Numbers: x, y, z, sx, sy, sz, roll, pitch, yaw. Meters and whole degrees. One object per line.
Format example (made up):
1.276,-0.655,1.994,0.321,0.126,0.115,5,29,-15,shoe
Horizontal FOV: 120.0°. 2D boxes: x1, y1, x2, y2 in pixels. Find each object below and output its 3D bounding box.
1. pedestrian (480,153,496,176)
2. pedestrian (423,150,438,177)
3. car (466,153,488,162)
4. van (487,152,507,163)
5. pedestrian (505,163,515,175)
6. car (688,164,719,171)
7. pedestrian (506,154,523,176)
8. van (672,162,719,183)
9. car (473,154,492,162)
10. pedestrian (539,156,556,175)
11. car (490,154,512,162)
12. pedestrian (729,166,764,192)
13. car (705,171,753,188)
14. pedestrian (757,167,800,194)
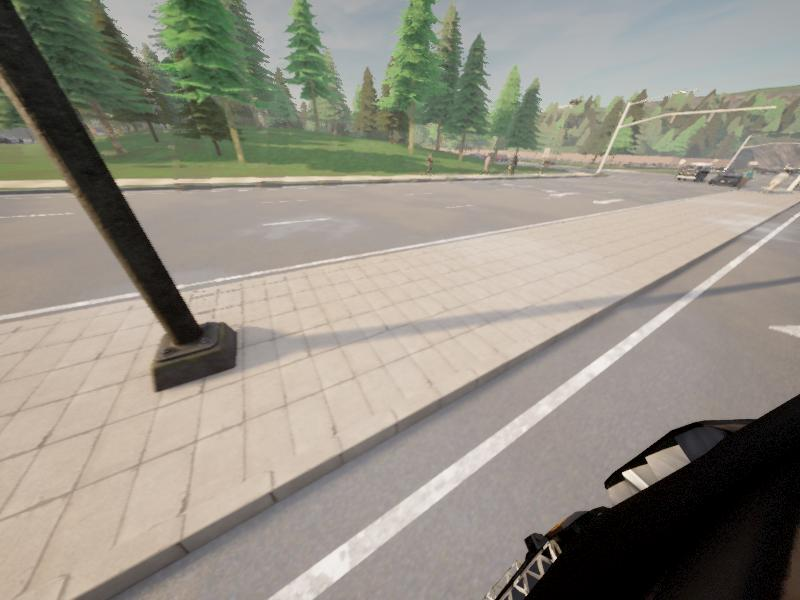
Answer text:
8.629,-13.338,22.732,0.751,1.860,0.751,-16,38,-26,pedestrian
2.565,-11.662,19.763,0.751,1.860,0.751,-16,38,-25,pedestrian
18.870,-35.065,56.873,2.033,1.649,4.856,-16,38,-25,car
25.023,-36.849,59.702,1.775,1.987,4.442,-16,38,-25,van
11.532,-13.679,24.144,0.500,1.100,0.500,-23,41,-33,pedestrian
87.559,-38.316,66.743,2.038,1.542,4.974,-16,38,-26,car
11.524,-13.583,23.309,0.751,1.860,0.751,-11,36,-19,pedestrian
36.928,-15.972,28.920,4.480,2.038,2.069,-15,37,-25,van
21.175,-36.606,59.476,1.851,1.617,3.988,-16,38,-25,car
16.941,-15.505,26.604,0.751,1.860,0.751,-11,36,-20,pedestrian
27.276,-38.322,62.452,2.038,1.542,4.974,-16,38,-25,car
29.427,-10.293,19.630,0.751,1.860,0.751,-15,37,-25,pedestrian
36.144,-13.271,25.381,4.181,1.385,1.994,-15,38,-25,car
30.923,-9.749,18.913,0.751,1.860,0.751,-1,34,-5,pedestrian
